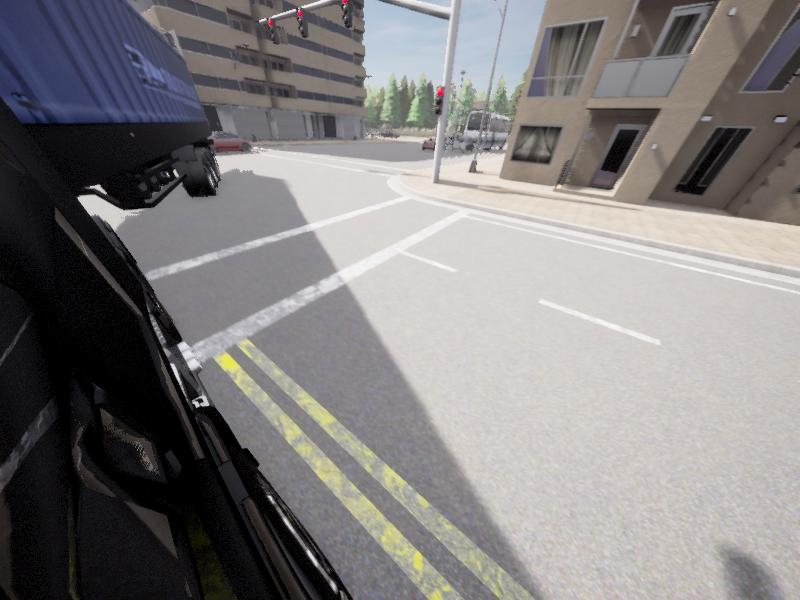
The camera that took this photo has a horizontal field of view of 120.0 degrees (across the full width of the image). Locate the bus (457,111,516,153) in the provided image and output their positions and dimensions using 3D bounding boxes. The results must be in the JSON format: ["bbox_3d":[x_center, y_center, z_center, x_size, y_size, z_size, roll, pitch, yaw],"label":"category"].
[{"bbox_3d":[12.643,-24.132,33.324,3.944,4.253,10.273,25,42,27],"label":"bus"}]

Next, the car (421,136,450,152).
[{"bbox_3d":[4.566,-20.056,29.636,1.970,1.475,3.806,25,42,27],"label":"car"}]

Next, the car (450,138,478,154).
[{"bbox_3d":[8.017,-19.244,28.735,1.845,1.501,3.633,25,42,27],"label":"car"}]

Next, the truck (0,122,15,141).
[{"bbox_3d":[-35.348,-14.818,19.088,5.204,2.467,2.627,25,42,27],"label":"truck"}]

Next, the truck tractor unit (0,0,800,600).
[{"bbox_3d":[-2.645,-0.295,0.351,6.516,4.208,3.053,28,44,30],"label":"truck tractor unit"}]

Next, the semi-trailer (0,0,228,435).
[{"bbox_3d":[-6.919,-4.421,5.415,2.717,4.402,14.254,-17,41,-23],"label":"semi-trailer"}]

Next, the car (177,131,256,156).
[{"bbox_3d":[-14.051,-12.260,18.015,1.994,1.385,4.181,25,42,27],"label":"car"}]

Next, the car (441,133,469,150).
[{"bbox_3d":[8.081,-23.026,33.521,1.932,1.855,4.605,25,42,27],"label":"car"}]

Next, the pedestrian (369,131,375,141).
[{"bbox_3d":[-4.844,-28.319,39.939,0.751,1.300,0.751,25,42,27],"label":"pedestrian"}]

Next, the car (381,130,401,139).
[{"bbox_3d":[-2.204,-40.556,56.564,4.892,1.490,1.837,25,42,27],"label":"car"}]
